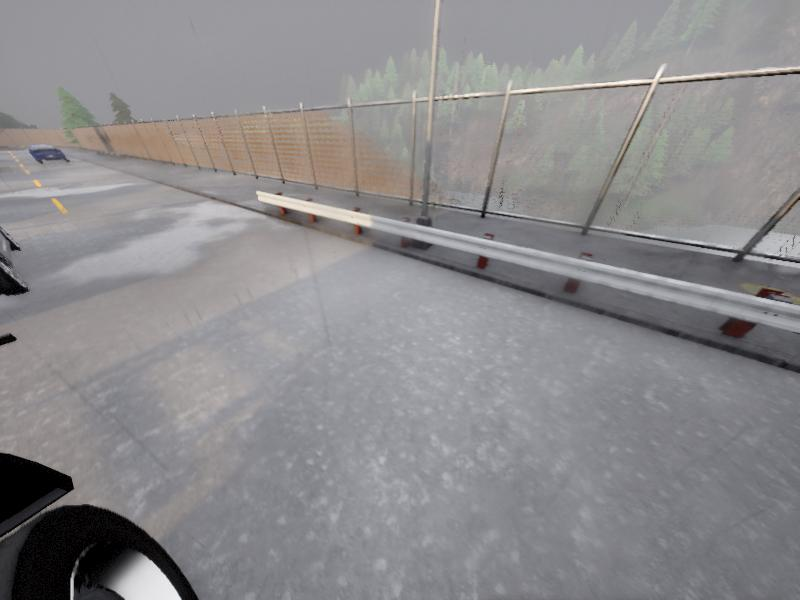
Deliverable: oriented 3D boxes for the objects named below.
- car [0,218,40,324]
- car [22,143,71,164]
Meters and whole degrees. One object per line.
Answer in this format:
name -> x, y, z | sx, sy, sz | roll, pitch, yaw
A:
car -> -8.320, -0.917, 3.710 | 5.238, 1.638, 1.930 | 22, 41, 28
car -> -35.606, -14.808, 23.248 | 5.008, 1.535, 1.882 | 22, 41, 28
